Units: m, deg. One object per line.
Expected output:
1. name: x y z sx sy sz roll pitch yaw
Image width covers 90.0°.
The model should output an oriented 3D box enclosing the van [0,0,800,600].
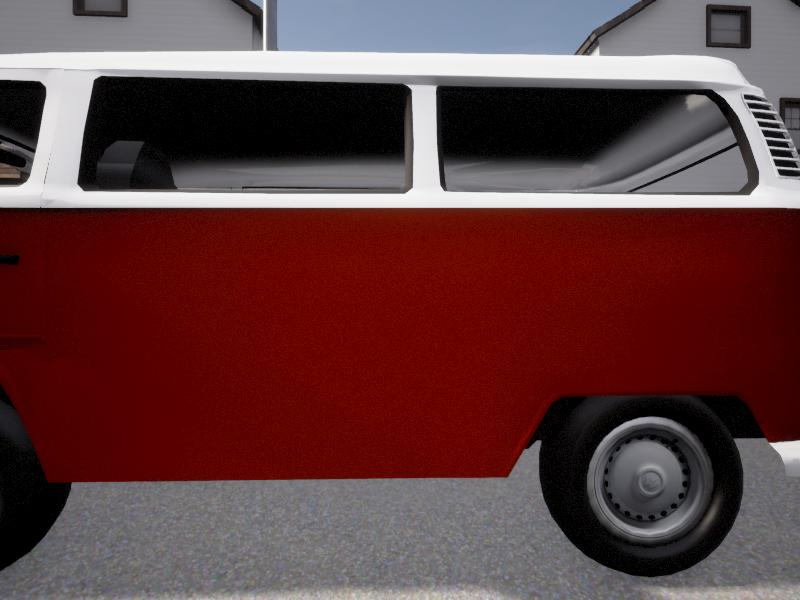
1. van: -0.423 -0.028 2.192 4.480 2.038 2.069 0 0 -2
